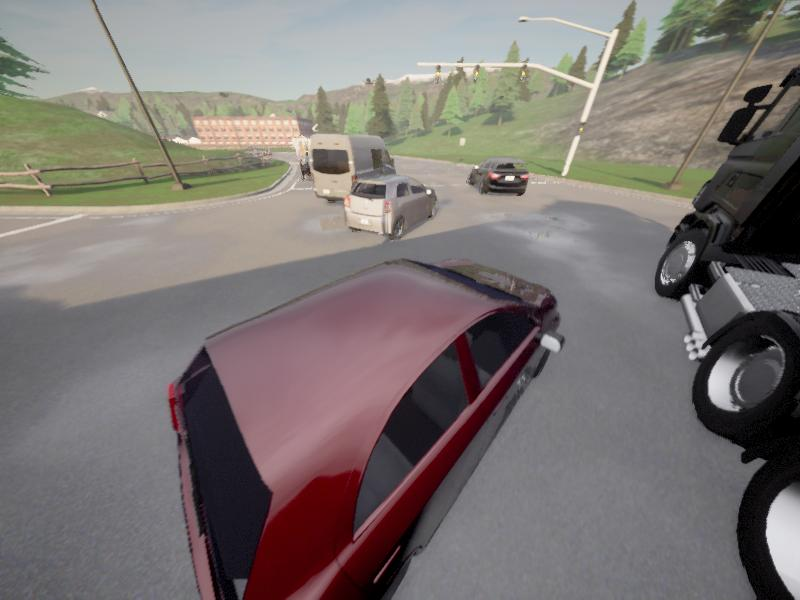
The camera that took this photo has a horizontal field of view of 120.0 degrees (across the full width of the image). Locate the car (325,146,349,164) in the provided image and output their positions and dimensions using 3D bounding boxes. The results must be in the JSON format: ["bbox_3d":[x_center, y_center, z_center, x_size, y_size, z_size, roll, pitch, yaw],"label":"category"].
[{"bbox_3d":[-8.433,-19.542,30.979,1.905,1.878,3.866,-16,37,-23],"label":"car"}]

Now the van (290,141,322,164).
[{"bbox_3d":[-12.687,-19.925,31.057,2.351,2.431,6.366,-17,38,-24],"label":"van"}]

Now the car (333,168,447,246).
[{"bbox_3d":[-0.081,-3.209,7.437,1.845,1.501,3.633,18,38,24],"label":"car"}]

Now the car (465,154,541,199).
[{"bbox_3d":[5.416,-7.104,13.015,2.242,1.667,4.611,2,35,1],"label":"car"}]

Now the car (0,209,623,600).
[{"bbox_3d":[0.218,0.410,2.146,3.633,1.501,1.845,-29,45,-36],"label":"car"}]

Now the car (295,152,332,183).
[{"bbox_3d":[-6.370,-10.241,17.607,1.930,1.638,5.238,-7,35,-10],"label":"car"}]

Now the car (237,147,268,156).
[{"bbox_3d":[-30.228,-30.517,47.432,5.357,1.411,2.033,11,36,16],"label":"car"}]

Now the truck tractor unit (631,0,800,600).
[{"bbox_3d":[4.602,-0.625,1.267,3.053,4.208,6.516,23,41,30],"label":"truck tractor unit"}]

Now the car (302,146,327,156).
[{"bbox_3d":[-17.840,-31.072,48.158,4.902,1.511,2.128,22,40,28],"label":"car"}]

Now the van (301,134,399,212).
[{"bbox_3d":[-1.845,-6.398,11.203,1.988,2.561,5.915,10,36,12],"label":"van"}]
